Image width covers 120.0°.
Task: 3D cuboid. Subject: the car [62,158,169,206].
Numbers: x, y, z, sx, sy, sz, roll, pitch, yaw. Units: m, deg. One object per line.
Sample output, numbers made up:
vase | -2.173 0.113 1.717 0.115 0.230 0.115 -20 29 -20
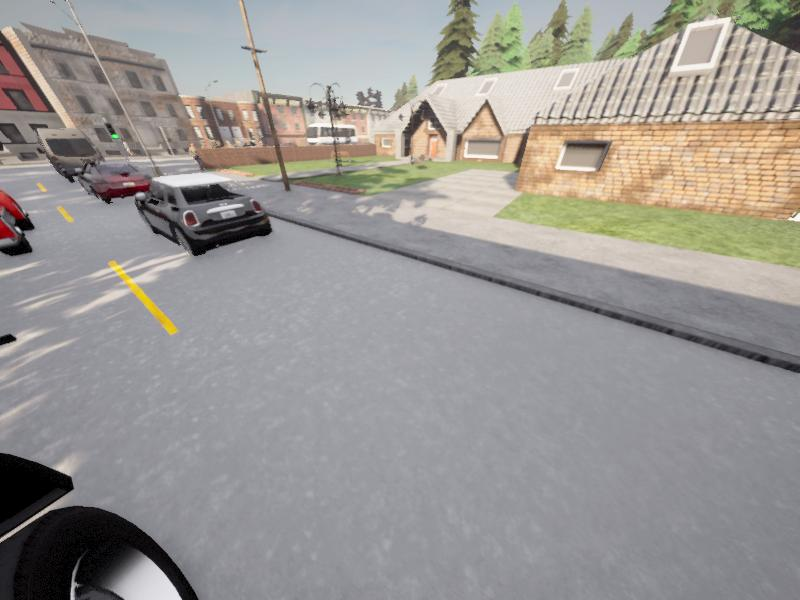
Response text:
car | -12.656 -5.400 10.300 4.181 1.385 1.994 22 41 28

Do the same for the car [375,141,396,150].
car | -3.106 -33.548 50.182 1.882 1.535 5.008 22 41 28

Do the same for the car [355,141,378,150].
car | -7.337 -34.119 50.926 1.801 1.575 5.366 22 41 28

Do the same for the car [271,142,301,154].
car | -18.597 -24.940 37.858 1.845 1.501 3.633 22 41 28

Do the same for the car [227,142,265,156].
car | -22.263 -21.991 33.579 1.851 1.617 3.988 22 41 28

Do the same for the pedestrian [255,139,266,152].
pedestrian | -23.597 -26.234 39.150 0.751 1.860 0.751 11 36 14

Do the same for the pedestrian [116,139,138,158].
pedestrian | -32.727 -18.230 27.721 0.751 1.860 0.751 17 39 23

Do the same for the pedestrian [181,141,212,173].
pedestrian | -14.154 -9.951 16.087 0.751 1.860 0.751 19 39 24

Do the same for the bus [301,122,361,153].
bus | -12.592 -30.812 43.876 3.944 4.253 10.273 22 41 28

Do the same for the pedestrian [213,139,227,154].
pedestrian | -27.203 -23.264 34.908 0.751 1.860 0.751 20 40 26

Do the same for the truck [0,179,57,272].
truck | -10.450 -2.122 4.727 5.204 2.467 2.627 21 40 28

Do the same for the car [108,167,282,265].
car | -5.314 -2.446 6.068 3.806 1.475 1.970 22 41 28

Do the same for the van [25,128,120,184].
van | -20.528 -9.091 14.469 5.915 2.561 1.988 23 41 29
